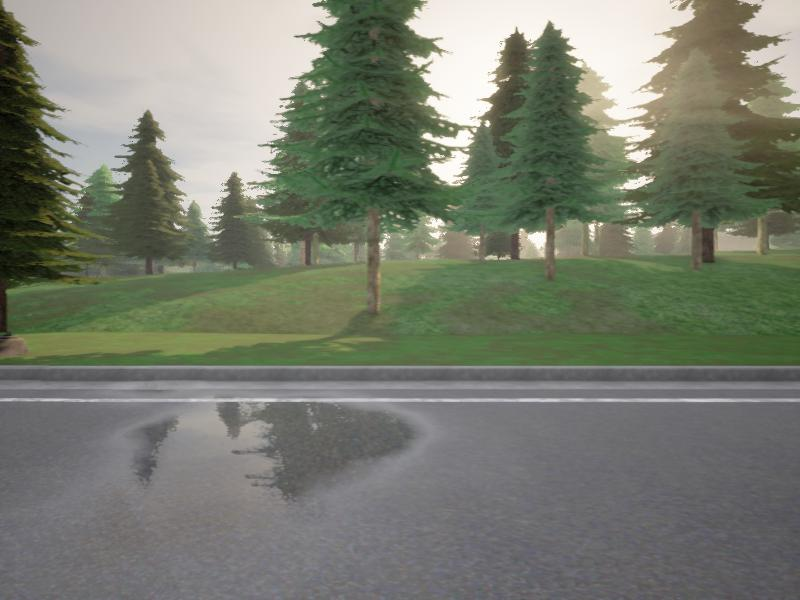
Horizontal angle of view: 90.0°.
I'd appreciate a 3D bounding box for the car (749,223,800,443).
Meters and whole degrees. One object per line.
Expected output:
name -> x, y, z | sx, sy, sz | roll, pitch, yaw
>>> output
car -> 5.296, 0.226, 2.201 | 4.974, 1.542, 2.038 | 0, 0, 0
